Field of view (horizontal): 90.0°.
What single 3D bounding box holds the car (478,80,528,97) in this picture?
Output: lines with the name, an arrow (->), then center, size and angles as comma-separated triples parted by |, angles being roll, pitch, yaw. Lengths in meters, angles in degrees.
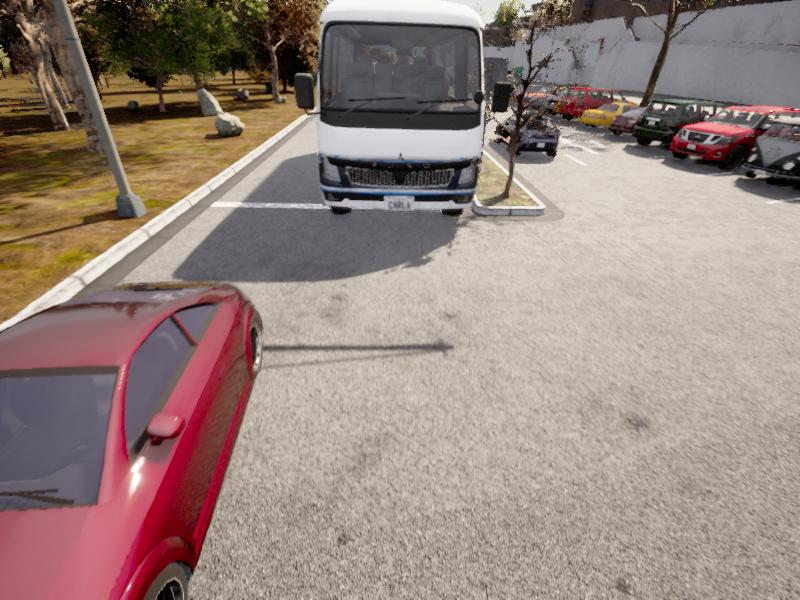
car -> 12.039, -24.781, 46.825 | 5.366, 1.575, 1.946 | -10, 33, -21

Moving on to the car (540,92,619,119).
car -> 12.861, -13.972, 28.771 | 4.792, 1.488, 2.163 | -10, 33, -20

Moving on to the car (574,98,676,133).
car -> 13.280, -10.936, 23.665 | 5.366, 1.575, 1.946 | -10, 33, -20

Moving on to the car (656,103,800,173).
car -> 13.472, -6.469, 15.732 | 5.566, 2.045, 2.435 | -10, 33, -20

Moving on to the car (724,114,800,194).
car -> 13.498, -4.885, 13.139 | 4.442, 1.987, 1.878 | -10, 33, -20

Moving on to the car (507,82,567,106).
car -> 12.398, -18.717, 36.383 | 4.553, 1.767, 2.185 | -10, 33, -21

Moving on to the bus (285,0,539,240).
bus -> -0.026, -5.693, 11.532 | 3.944, 4.253, 10.273 | 0, 31, -3

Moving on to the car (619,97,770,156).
car -> 13.402, -8.031, 18.336 | 5.566, 2.045, 2.435 | -10, 33, -20

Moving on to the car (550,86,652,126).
car -> 13.010, -12.668, 26.055 | 5.566, 2.045, 2.435 | -10, 33, -20

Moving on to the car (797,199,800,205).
car -> 13.659, -3.266, 10.643 | 4.553, 1.767, 2.185 | -10, 33, -20

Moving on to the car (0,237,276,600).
car -> -2.414, 0.974, 3.026 | 1.994, 1.385, 4.181 | -2, 31, -5

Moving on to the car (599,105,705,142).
car -> 13.234, -9.323, 21.050 | 4.674, 1.452, 2.002 | -10, 33, -20

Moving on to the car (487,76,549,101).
car -> 12.180, -21.909, 41.493 | 5.566, 2.045, 2.435 | -10, 33, -21

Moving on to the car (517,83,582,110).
car -> 12.598, -17.184, 33.828 | 4.553, 1.767, 2.185 | -10, 33, -21

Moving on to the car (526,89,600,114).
car -> 12.707, -15.530, 31.312 | 4.892, 1.521, 2.231 | -10, 33, -21

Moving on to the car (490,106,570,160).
car -> 5.333, -7.191, 17.025 | 1.816, 1.474, 4.193 | 0, 31, -3
